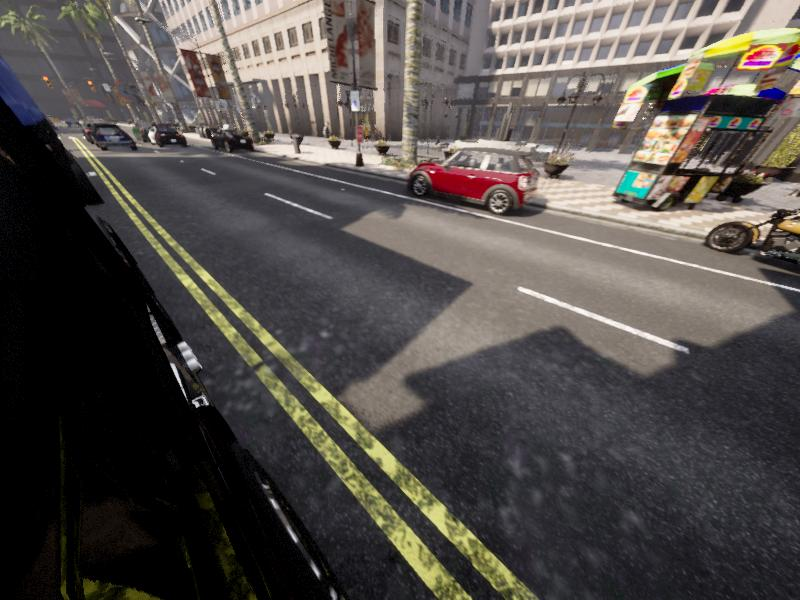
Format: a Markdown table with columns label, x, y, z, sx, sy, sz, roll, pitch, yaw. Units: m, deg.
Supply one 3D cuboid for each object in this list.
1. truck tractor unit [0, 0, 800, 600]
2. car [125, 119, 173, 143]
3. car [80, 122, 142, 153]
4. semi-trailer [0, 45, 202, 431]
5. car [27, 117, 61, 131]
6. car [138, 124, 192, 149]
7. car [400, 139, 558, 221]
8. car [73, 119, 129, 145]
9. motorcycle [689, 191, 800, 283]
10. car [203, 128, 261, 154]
| label | x | y | z | sx | sy | sz | roll | pitch | yaw |
| --- | --- | --- | --- | --- | --- | --- | --- | --- | --- |
| truck tractor unit | -2.645 | -0.295 | 0.351 | 6.516 | 4.208 | 3.053 | 28 | 44 | 30 |
| car | -25.653 | -17.252 | 23.600 | 4.553 | 1.767 | 2.097 | 28 | 44 | 30 |
| car | -21.836 | -12.347 | 17.445 | 4.856 | 1.649 | 2.033 | 28 | 44 | 30 |
| semi-trailer | -8.701 | -3.598 | 4.232 | 14.254 | 4.402 | 2.717 | 28 | 44 | 30 |
| car | -52.024 | -25.826 | 33.810 | 4.792 | 1.488 | 2.163 | 28 | 44 | 30 |
| car | -20.892 | -14.571 | 20.522 | 4.974 | 1.542 | 2.038 | 28 | 44 | 30 |
| car | 2.491 | -4.503 | 8.221 | 4.553 | 1.767 | 2.185 | 28 | 44 | 30 |
| car | -27.029 | -15.173 | 20.875 | 4.611 | 1.667 | 2.242 | 28 | 44 | 30 |
| motorcycle | 8.026 | -1.222 | 4.642 | 0.764 | 1.277 | 2.356 | -11 | 39 | -17 |
| car | -14.157 | -13.435 | 19.421 | 4.792 | 1.488 | 2.163 | 28 | 44 | 30 |
